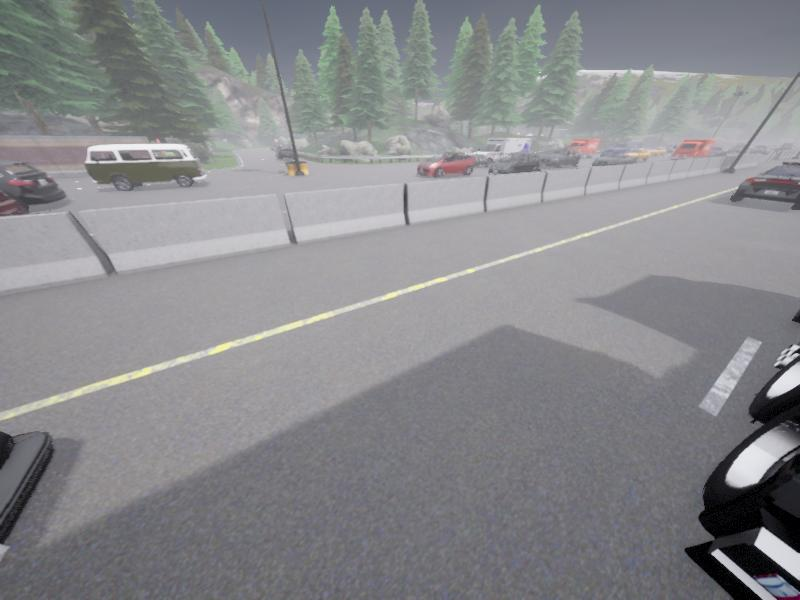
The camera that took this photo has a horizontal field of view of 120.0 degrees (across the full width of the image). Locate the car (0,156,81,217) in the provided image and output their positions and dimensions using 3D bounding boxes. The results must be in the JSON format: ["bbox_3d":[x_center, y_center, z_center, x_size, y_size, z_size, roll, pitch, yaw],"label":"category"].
[{"bbox_3d":[-15.501,-3.849,7.946,4.611,1.667,2.242,-18,39,-24],"label":"car"}]

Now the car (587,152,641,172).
[{"bbox_3d":[19.924,-12.936,21.535,4.181,1.385,1.994,-18,39,-24],"label":"car"}]

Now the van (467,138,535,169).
[{"bbox_3d":[10.154,-14.819,23.234,6.366,2.431,2.351,-18,39,-24],"label":"van"}]

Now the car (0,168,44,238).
[{"bbox_3d":[-13.418,-2.270,5.586,4.553,1.767,2.097,-18,39,-24],"label":"car"}]

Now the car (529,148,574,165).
[{"bbox_3d":[17.821,-16.920,27.128,4.892,1.490,1.837,-18,39,-24],"label":"car"}]

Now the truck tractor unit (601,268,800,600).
[{"bbox_3d":[5.113,-0.300,0.768,6.516,4.208,3.053,-18,39,-24],"label":"truck tractor unit"}]

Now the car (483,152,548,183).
[{"bbox_3d":[7.852,-9.096,15.760,3.705,1.549,1.789,-18,39,-24],"label":"car"}]

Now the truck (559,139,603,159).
[{"bbox_3d":[26.984,-22.593,34.492,5.204,2.467,2.627,-18,39,-24],"label":"truck"}]

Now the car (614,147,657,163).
[{"bbox_3d":[30.207,-18.655,29.639,5.366,1.575,1.801,-18,39,-24],"label":"car"}]

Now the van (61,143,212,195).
[{"bbox_3d":[-13.231,-7.047,12.234,4.480,2.038,2.069,-18,39,-24],"label":"van"}]

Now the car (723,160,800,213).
[{"bbox_3d":[17.149,-5.182,10.230,4.974,1.542,2.038,-18,39,-24],"label":"car"}]

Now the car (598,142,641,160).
[{"bbox_3d":[31.926,-21.710,33.634,5.566,2.045,2.150,-18,39,-25],"label":"car"}]

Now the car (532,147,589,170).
[{"bbox_3d":[15.806,-14.032,22.812,4.611,1.667,2.242,-18,39,-24],"label":"car"}]

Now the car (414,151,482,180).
[{"bbox_3d":[3.479,-9.968,17.005,4.514,1.525,2.007,-18,39,-24],"label":"car"}]

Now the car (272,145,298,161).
[{"bbox_3d":[-15.445,-19.722,30.869,2.128,1.511,4.902,-19,39,-25],"label":"car"}]

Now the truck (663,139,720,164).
[{"bbox_3d":[36.896,-18.888,29.248,5.204,2.467,2.627,-18,39,-25],"label":"truck"}]
